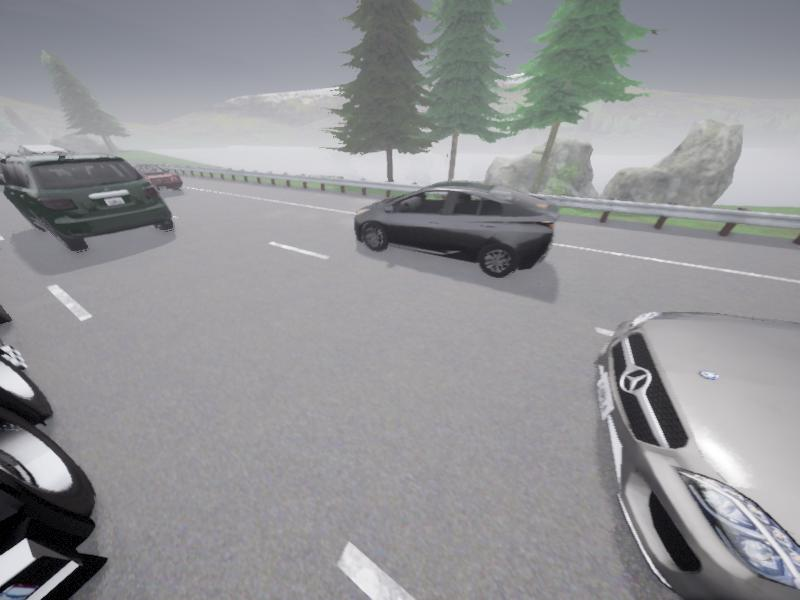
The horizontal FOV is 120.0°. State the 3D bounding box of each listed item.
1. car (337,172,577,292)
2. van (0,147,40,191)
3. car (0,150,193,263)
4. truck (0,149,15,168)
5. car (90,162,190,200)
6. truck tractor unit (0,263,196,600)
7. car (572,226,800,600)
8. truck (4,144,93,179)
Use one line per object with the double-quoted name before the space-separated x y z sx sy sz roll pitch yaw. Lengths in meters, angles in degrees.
"car" 1.069 -1.891 5.383 4.514 1.525 2.007 17 39 24
"van" -24.455 -7.807 13.679 4.480 2.038 2.069 17 39 24
"car" -9.075 -2.988 6.598 5.566 2.045 2.150 17 39 24
"truck" -46.046 -15.606 24.721 5.204 2.467 2.627 9 36 13
"car" -13.797 -6.445 12.275 4.718 1.301 1.895 17 39 24
"truck tractor unit" -5.108 -0.303 0.787 6.516 4.208 3.053 18 39 24
"car" 3.916 1.241 0.769 5.027 1.651 2.152 17 39 24
"truck" -28.825 -11.486 18.960 6.274 2.098 2.390 17 39 24
